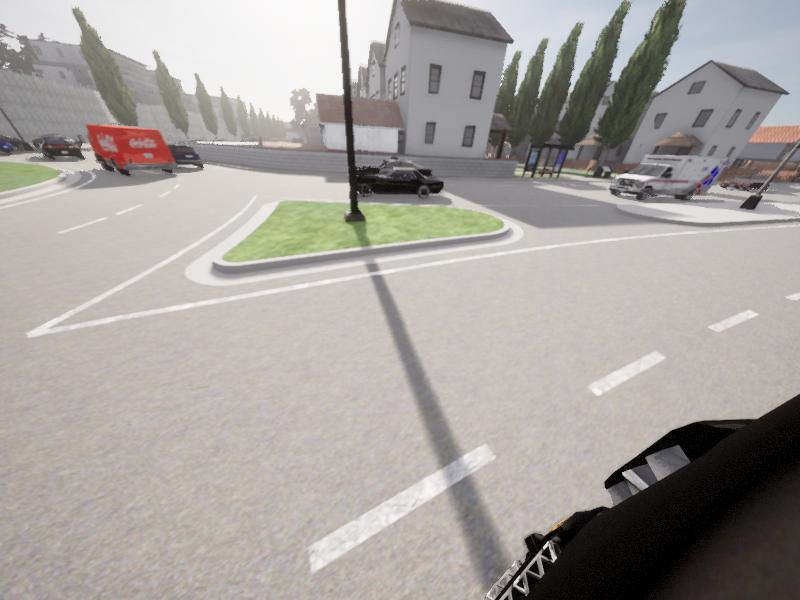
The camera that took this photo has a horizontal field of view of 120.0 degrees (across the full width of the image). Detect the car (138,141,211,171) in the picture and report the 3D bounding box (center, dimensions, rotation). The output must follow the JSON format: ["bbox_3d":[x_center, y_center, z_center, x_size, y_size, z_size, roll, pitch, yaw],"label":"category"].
[{"bbox_3d":[-17.708,-11.359,18.157,4.856,1.649,2.033,19,37,22],"label":"car"}]

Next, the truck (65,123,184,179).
[{"bbox_3d":[-17.005,-9.339,14.434,5.204,2.467,2.627,19,37,21],"label":"truck"}]

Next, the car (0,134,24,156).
[{"bbox_3d":[-36.892,-13.259,19.579,5.008,1.535,1.882,-6,35,-13],"label":"car"}]

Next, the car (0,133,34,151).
[{"bbox_3d":[-42.747,-16.628,24.264,1.812,1.442,4.674,-5,34,-12],"label":"car"}]

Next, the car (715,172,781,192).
[{"bbox_3d":[33.966,-11.512,22.601,4.193,1.474,1.816,-7,35,-15],"label":"car"}]

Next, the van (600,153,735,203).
[{"bbox_3d":[16.999,-7.838,14.879,6.366,2.431,2.351,-7,35,-15],"label":"van"}]

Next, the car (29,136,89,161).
[{"bbox_3d":[-29.736,-13.241,20.125,4.974,1.542,2.038,23,38,27],"label":"car"}]

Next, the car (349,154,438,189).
[{"bbox_3d":[-0.430,-8.234,14.810,5.238,1.638,1.930,0,34,-5],"label":"car"}]

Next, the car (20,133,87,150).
[{"bbox_3d":[-44.301,-20.424,29.768,2.038,1.542,4.974,-6,35,-13],"label":"car"}]

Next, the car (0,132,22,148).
[{"bbox_3d":[-46.733,-17.834,25.678,2.038,1.542,4.974,-6,35,-13],"label":"car"}]

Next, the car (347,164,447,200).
[{"bbox_3d":[-0.201,-6.161,12.024,4.718,1.301,1.895,0,34,-5],"label":"car"}]
